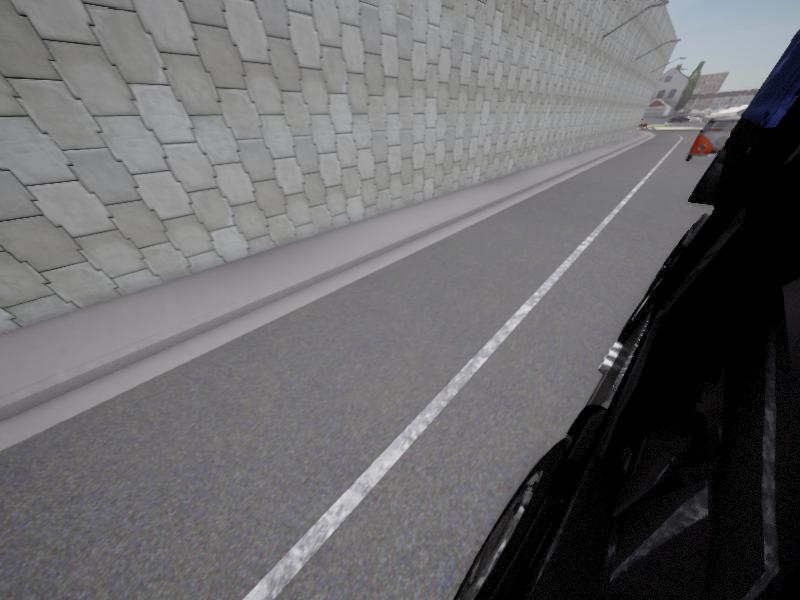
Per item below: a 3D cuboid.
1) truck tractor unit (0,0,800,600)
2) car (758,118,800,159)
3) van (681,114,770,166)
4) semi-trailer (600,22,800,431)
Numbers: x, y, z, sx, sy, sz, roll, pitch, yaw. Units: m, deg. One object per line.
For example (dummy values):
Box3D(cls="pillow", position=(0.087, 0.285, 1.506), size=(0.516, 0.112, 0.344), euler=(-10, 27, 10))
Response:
Box3D(cls="truck tractor unit", position=(2.645, -0.295, 0.351), size=(6.516, 4.208, 3.053), euler=(-28, 44, -30))
Box3D(cls="car", position=(22.965, -9.145, 12.971), size=(4.611, 1.667, 2.242), euler=(-32, 46, -33))
Box3D(cls="van", position=(17.266, -8.697, 12.480), size=(4.442, 1.987, 1.775), euler=(-31, 45, -33))
Box3D(cls="semi-trailer", position=(8.598, -3.677, 4.317), size=(14.254, 4.402, 2.717), euler=(-29, 44, -31))
